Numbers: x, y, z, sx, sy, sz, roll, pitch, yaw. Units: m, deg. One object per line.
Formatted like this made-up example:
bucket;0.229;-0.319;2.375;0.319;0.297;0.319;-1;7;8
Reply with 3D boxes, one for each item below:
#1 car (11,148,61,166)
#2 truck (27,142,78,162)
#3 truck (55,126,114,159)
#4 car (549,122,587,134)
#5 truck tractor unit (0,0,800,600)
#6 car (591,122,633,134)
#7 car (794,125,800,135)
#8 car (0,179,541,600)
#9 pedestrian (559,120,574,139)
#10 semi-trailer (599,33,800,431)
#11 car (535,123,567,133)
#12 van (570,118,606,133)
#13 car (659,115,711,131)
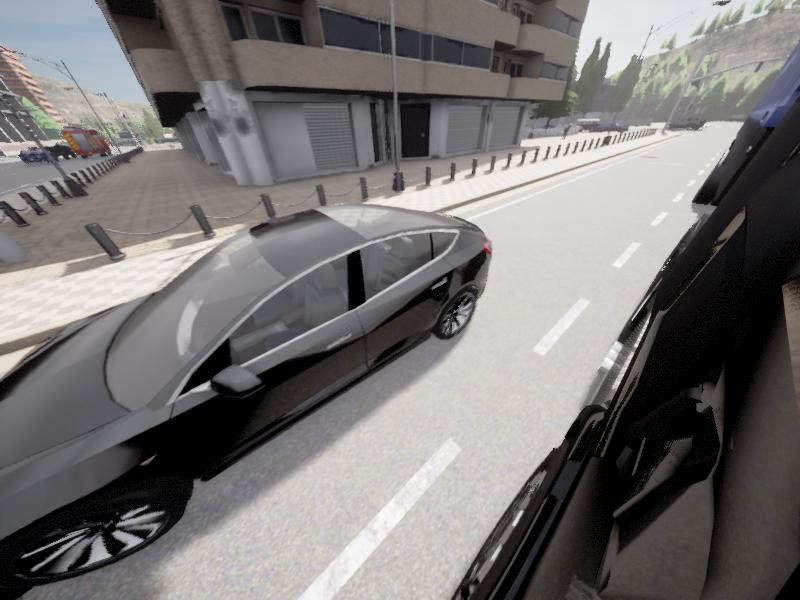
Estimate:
car;-45.191;-17.929;28.834;1.882;1.535;5.008;-28;44;-30
truck;-50.173;-21.619;33.578;2.390;2.098;6.274;-28;44;-30
truck;-49.307;-24.942;36.509;2.891;3.827;8.468;-28;44;-30
car;31.353;-32.173;43.247;2.152;1.651;5.027;-28;44;-30
truck tractor unit;2.645;-0.295;0.351;6.516;4.208;3.053;-28;44;-30
car;35.673;-29.072;39.008;1.812;1.442;4.674;-27;43;-29
car;43.702;-18.248;23.968;5.027;1.651;2.152;-28;44;-29
car;-1.025;0.001;2.463;4.792;1.488;2.163;-26;43;-28
pedestrian;20.378;-20.826;28.295;0.751;1.860;0.751;27;46;33
semi-trailer;8.650;-3.635;4.278;14.254;4.402;2.717;-29;44;-30
car;31.132;-35.569;47.851;1.882;1.535;5.008;-28;44;-30
van;35.348;-32.850;43.560;2.069;2.038;4.480;-28;44;-30
car;45.603;-28.407;37.168;1.932;1.855;4.605;-17;39;-19
